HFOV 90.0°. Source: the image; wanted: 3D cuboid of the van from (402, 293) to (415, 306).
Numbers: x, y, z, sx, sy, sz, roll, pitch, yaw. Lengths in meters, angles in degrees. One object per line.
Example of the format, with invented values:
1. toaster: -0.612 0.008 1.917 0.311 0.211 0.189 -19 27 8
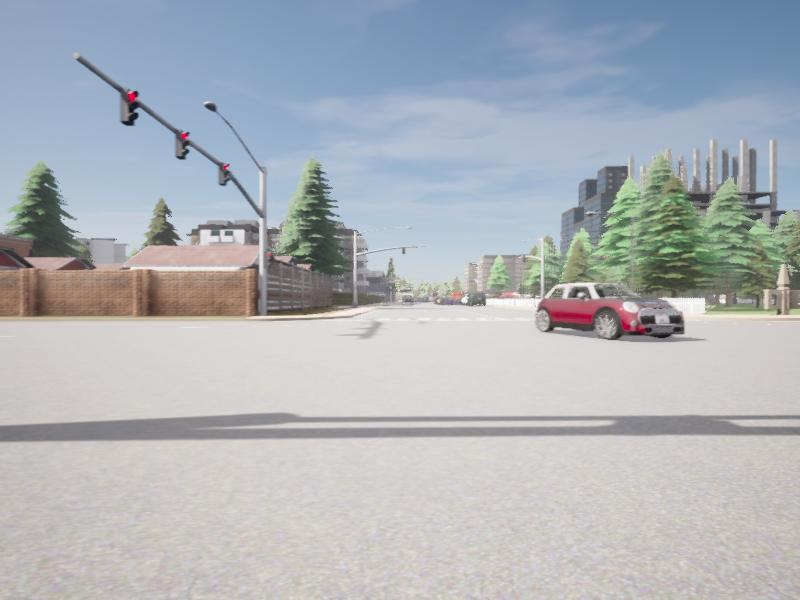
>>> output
1. van: 1.432 -0.029 66.206 2.069 2.038 4.480 0 0 2

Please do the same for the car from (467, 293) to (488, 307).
1. car: 11.791 -0.036 61.289 2.150 2.045 5.566 0 0 1

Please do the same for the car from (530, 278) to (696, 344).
1. car: 5.581 0.251 11.085 1.970 1.475 3.806 0 0 -16

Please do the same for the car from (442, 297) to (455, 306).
1. car: 8.586 0.212 71.042 1.789 1.549 3.705 0 0 2

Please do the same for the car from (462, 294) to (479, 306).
1. car: 12.010 -0.036 68.589 2.150 2.045 5.566 0 0 2
